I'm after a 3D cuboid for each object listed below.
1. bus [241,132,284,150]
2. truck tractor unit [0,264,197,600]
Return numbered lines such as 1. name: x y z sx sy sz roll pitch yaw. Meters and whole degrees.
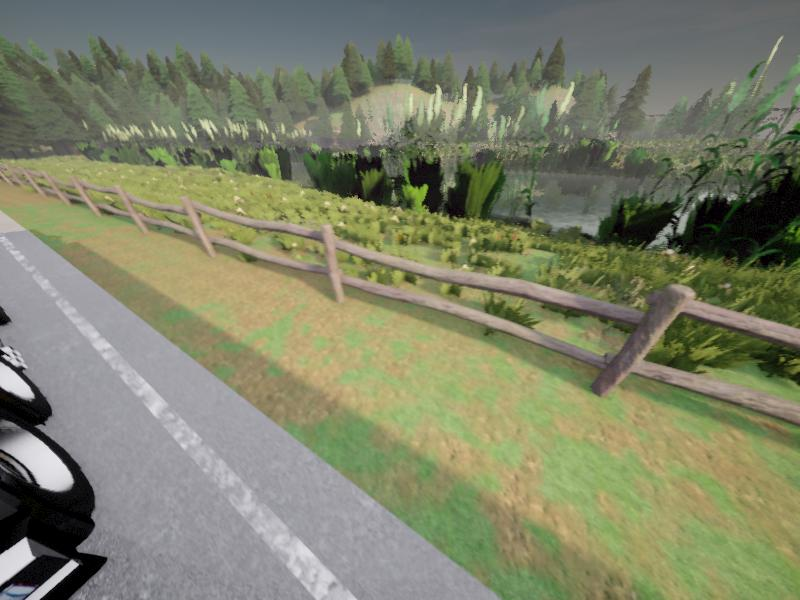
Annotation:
1. bus: -40.524 -46.844 68.123 10.273 4.253 3.944 11 36 16
2. truck tractor unit: -5.115 -0.294 0.791 6.516 4.208 3.053 18 39 24
